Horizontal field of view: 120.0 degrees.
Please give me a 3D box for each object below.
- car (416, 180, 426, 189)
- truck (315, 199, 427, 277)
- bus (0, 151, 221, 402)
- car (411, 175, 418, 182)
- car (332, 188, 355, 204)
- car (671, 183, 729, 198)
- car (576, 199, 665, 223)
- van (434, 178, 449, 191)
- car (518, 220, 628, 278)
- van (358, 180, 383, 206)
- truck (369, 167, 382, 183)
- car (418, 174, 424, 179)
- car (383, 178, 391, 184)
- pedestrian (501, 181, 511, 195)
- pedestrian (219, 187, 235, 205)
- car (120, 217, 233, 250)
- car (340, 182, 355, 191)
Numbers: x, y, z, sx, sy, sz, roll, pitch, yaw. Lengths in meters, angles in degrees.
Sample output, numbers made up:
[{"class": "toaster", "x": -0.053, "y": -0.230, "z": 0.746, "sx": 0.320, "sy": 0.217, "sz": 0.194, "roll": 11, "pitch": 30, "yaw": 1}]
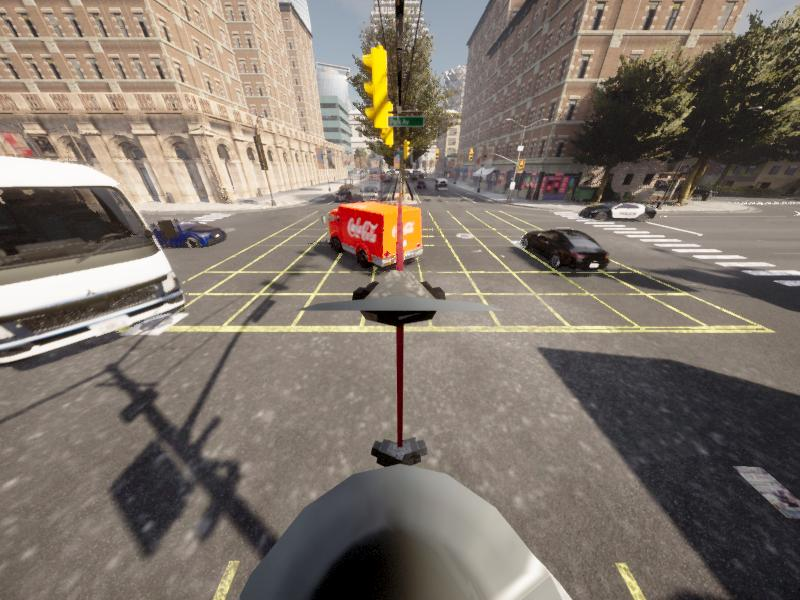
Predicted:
[{"class": "car", "x": 4.466, "y": -24.524, "z": 49.007, "sx": 1.816, "sy": 1.474, "sz": 4.193, "roll": 0, "pitch": 30, "yaw": 0}, {"class": "truck", "x": -1.564, "y": -3.354, "z": 11.308, "sx": 2.627, "sy": 2.467, "sz": 5.204, "roll": -24, "pitch": 37, "yaw": -36}, {"class": "bus", "x": -11.140, "y": -1.984, "z": 7.197, "sx": 10.273, "sy": 4.253, "sz": 3.944, "roll": 17, "pitch": 32, "yaw": 26}, {"class": "car", "x": 4.544, "y": -38.817, "z": 73.701, "sx": 1.882, "sy": 1.535, "sz": 5.008, "roll": 0, "pitch": 30, "yaw": 0}, {"class": "car", "x": -7.285, "y": -13.555, "z": 29.955, "sx": 1.845, "sy": 1.501, "sz": 3.633, "roll": 2, "pitch": 30, "yaw": 3}, {"class": "car", "x": 46.022, "y": -16.926, "z": 35.682, "sx": 1.930, "sy": 1.638, "sz": 5.238, "roll": 0, "pitch": 30, "yaw": 0}, {"class": "car", "x": 18.516, "y": -7.660, "z": 19.745, "sx": 4.974, "sy": 1.542, "sz": 2.038, "roll": 5, "pitch": 30, "yaw": 8}, {"class": "van", "x": 7.950, "y": -22.256, "z": 44.510, "sx": 2.069, "sy": 2.038, "sz": 4.480, "roll": 0, "pitch": 30, "yaw": 0}, {"class": "car", "x": 7.840, "y": -2.690, "z": 11.221, "sx": 1.812, "sy": 1.442, "sz": 4.674, "roll": 0, "pitch": 30, "yaw": 0}, {"class": "van", "x": -3.518, "y": -13.586, "z": 29.110, "sx": 2.351, "sy": 2.431, "sz": 6.366, "roll": -1, "pitch": 30, "yaw": -1}, {"class": "truck", "x": -6.977, "y": -36.808, "z": 67.934, "sx": 2.891, "sy": 3.827, "sz": 8.468, "roll": 0, "pitch": 30, "yaw": 0}, {"class": "car", "x": 8.094, "y": -48.121, "z": 89.815, "sx": 1.882, "sy": 1.535, "sz": 5.008, "roll": 0, "pitch": 30, "yaw": 0}, {"class": "car", "x": -3.488, "y": -32.635, "z": 63.235, "sx": 1.895, "sy": 1.301, "sz": 4.718, "roll": 0, "pitch": 30, "yaw": 0}, {"class": "pedestrian", "x": 16.482, "y": -17.425, "z": 35.973, "sx": 0.751, "sy": 1.860, "sz": 0.751, "roll": 2, "pitch": 30, "yaw": 4}, {"class": "pedestrian", "x": -19.740, "y": -11.885, "z": 26.378, "sx": 0.751, "sy": 1.860, "sz": 0.751, "roll": -11, "pitch": 32, "yaw": -18}, {"class": "car", "x": -12.683, "y": -3.911, "z": 13.411, "sx": 4.181, "sy": 1.385, "sz": 1.994, "roll": 0, "pitch": 30, "yaw": 0}, {"class": "car", "x": -10.295, "y": -22.354, "z": 45.417, "sx": 1.895, "sy": 1.301, "sz": 4.718, "roll": 0, "pitch": 30, "yaw": 0}]
